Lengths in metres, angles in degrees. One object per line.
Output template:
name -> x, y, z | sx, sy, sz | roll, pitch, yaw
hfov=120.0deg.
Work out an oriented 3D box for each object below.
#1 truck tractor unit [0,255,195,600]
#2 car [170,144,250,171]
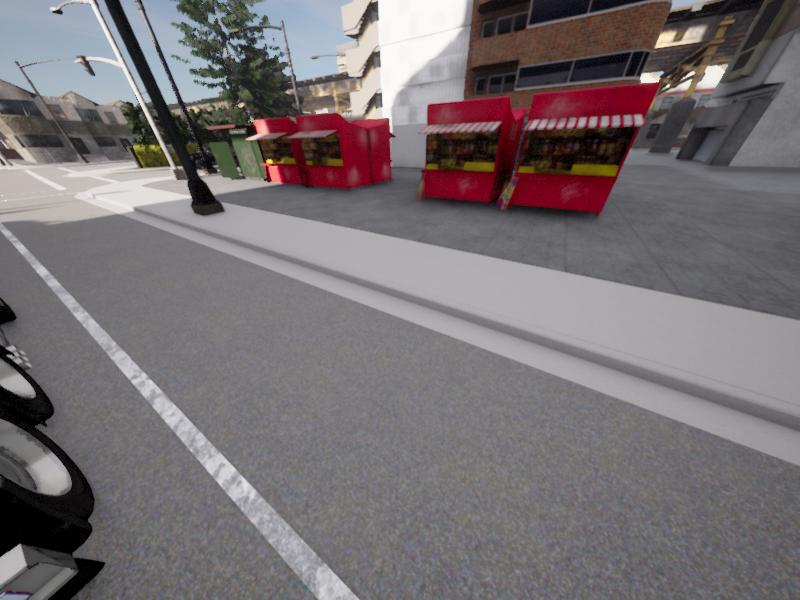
truck tractor unit -> -5.102, -0.307, 0.811 | 6.516, 4.208, 3.053 | 19, 39, 25
car -> -19.129, -14.680, 23.660 | 2.150, 2.045, 5.566 | 18, 39, 26
